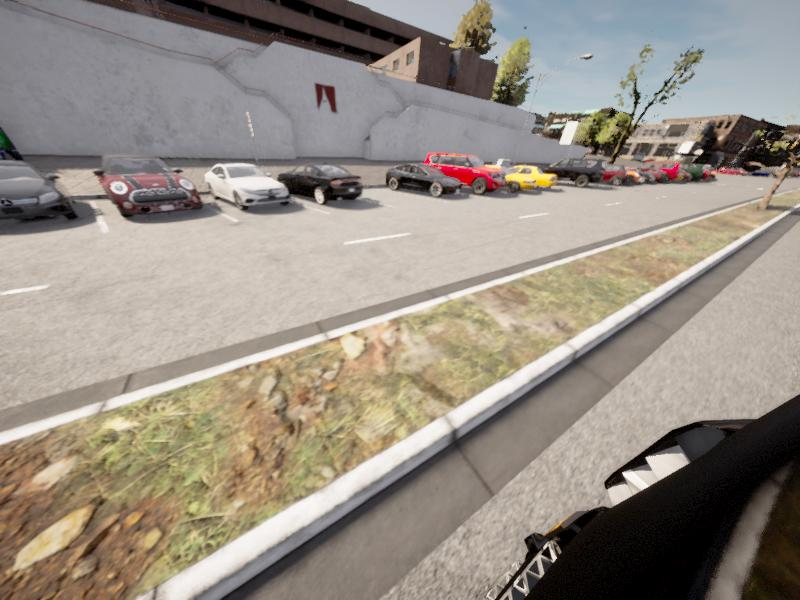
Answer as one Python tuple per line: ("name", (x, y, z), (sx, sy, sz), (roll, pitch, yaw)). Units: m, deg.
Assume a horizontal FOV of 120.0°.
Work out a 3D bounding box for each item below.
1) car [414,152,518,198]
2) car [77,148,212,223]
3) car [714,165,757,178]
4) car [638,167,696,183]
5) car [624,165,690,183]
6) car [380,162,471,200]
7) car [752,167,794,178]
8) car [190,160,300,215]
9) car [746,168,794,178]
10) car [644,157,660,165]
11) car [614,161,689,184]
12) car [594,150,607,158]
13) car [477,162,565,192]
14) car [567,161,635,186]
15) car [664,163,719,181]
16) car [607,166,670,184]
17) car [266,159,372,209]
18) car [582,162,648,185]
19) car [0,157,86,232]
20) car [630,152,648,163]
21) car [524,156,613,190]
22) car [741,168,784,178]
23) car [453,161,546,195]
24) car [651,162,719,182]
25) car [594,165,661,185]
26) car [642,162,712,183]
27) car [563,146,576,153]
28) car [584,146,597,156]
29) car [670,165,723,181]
("car", (3.937, -8.079, 14.665), (5.566, 2.045, 2.435), (26, 39, 32))
("car", (-9.102, -4.262, 8.232), (4.553, 1.767, 2.185), (26, 39, 32))
("car", (62.737, -24.096, 43.333), (1.851, 1.617, 3.988), (-9, 37, -20))
("car", (35.067, -16.652, 30.580), (4.674, 1.452, 2.002), (26, 40, 32))
("car", (32.322, -16.034, 29.344), (5.366, 1.575, 1.946), (26, 39, 32))
("car", (1.330, -7.096, 13.508), (4.792, 1.488, 2.163), (26, 39, 32))
("car", (84.865, -29.073, 52.689), (2.185, 1.767, 4.553), (-26, 42, -37))
("car", (-6.488, -4.855, 9.614), (4.674, 1.452, 2.002), (26, 39, 32))
("car", (82.260, -28.298, 51.525), (1.946, 1.575, 5.366), (-26, 42, -38))
("car", (63.134, -34.862, 57.931), (2.002, 1.452, 4.674), (31, 42, 28))
("car", (29.852, -15.457, 27.811), (5.566, 2.045, 2.435), (26, 39, 32))
("car", (57.254, -41.752, 65.934), (2.231, 1.521, 4.892), (32, 42, 28))
("car", (8.952, -9.433, 17.519), (5.366, 1.575, 1.946), (26, 40, 32))
("car", (19.508, -12.409, 22.582), (4.553, 1.767, 2.185), (26, 40, 32))
("car", (43.005, -18.995, 34.302), (4.442, 1.987, 1.878), (26, 39, 32))
("car", (27.243, -14.493, 26.644), (4.792, 1.488, 2.163), (26, 40, 32))
("car", (-3.885, -5.630, 10.890), (5.008, 1.535, 2.097), (26, 40, 32))
("car", (22.060, -13.167, 23.936), (4.553, 1.767, 2.185), (26, 39, 32))
("car", (-11.680, -3.369, 6.999), (4.674, 1.452, 2.002), (26, 39, 32))
("car", (61.711, -36.820, 59.782), (2.435, 2.045, 5.566), (32, 42, 28))
("car", (14.270, -11.063, 19.918), (5.566, 2.045, 2.435), (26, 40, 32))
("car", (79.349, -27.848, 50.695), (4.792, 1.488, 2.163), (29, 42, 36))
("car", (6.645, -8.557, 16.019), (5.366, 1.575, 1.946), (26, 39, 32))
("car", (40.322, -18.335, 33.036), (5.566, 2.045, 2.435), (26, 39, 32))
("car", (24.671, -13.782, 25.306), (4.892, 1.521, 2.231), (26, 39, 32))
("car", (37.661, -17.633, 31.753), (5.566, 2.045, 2.435), (26, 40, 32))
("car", (52.972, -46.979, 72.087), (1.946, 1.575, 5.366), (31, 42, 28))
("car", (55.749, -43.602, 67.732), (1.878, 1.987, 4.442), (32, 42, 28))
("car", (45.563, -19.646, 35.684), (4.553, 1.767, 2.185), (26, 40, 32))
